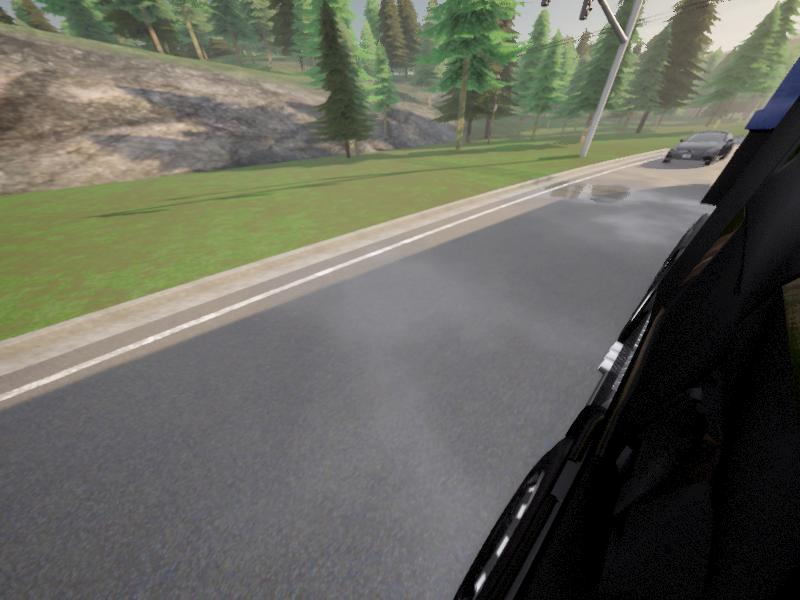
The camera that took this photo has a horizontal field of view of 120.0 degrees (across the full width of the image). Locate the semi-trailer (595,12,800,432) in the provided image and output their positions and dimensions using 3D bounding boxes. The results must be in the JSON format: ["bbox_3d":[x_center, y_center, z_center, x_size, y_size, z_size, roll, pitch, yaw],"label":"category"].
[{"bbox_3d":[8.892,-3.462,4.032,14.254,4.402,2.717,-26,42,-28],"label":"semi-trailer"}]

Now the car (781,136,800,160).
[{"bbox_3d":[22.969,-8.552,12.341,3.705,1.549,1.789,-21,40,-23],"label":"car"}]

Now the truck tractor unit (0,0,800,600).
[{"bbox_3d":[2.645,-0.295,0.352,6.516,4.208,3.053,-28,44,-30],"label":"truck tractor unit"}]

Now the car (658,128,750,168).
[{"bbox_3d":[16.597,-8.381,12.635,4.674,1.442,1.812,-23,41,-25],"label":"car"}]

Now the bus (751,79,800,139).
[{"bbox_3d":[39.977,-18.232,21.953,10.273,4.253,3.944,-20,40,-21],"label":"bus"}]
